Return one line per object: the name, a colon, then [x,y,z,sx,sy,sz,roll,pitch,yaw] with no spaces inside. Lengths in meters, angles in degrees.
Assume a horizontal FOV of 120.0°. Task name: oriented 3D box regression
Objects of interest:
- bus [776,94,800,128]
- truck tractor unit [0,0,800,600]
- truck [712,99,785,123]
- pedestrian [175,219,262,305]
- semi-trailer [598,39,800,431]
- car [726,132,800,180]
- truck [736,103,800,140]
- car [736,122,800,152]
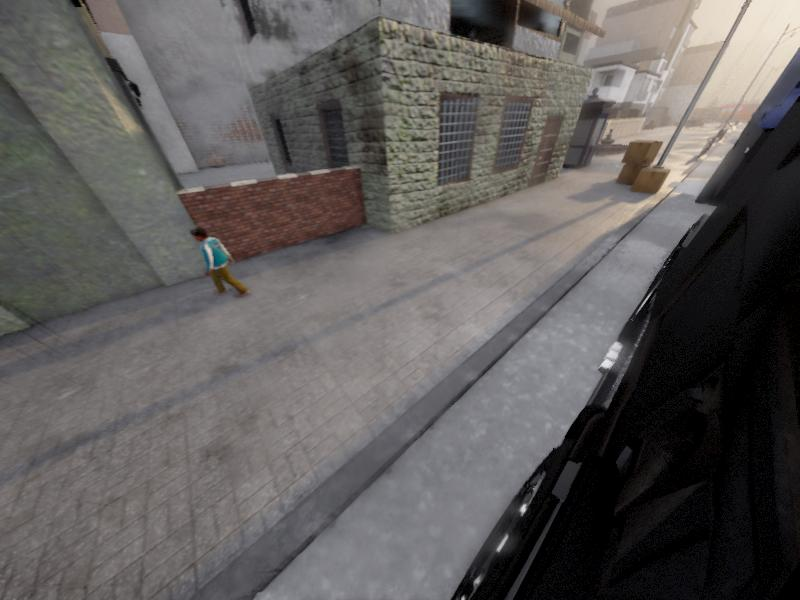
bus: [57.490,-26.599,31.910,10.273,4.253,3.944,-27,43,-30]
truck tractor unit: [2.645,-0.295,0.351,6.516,4.208,3.053,-28,44,-30]
truck: [81.058,-44.040,54.064,2.891,3.827,8.468,-28,44,-30]
pedestrian: [-2.586,-0.547,3.425,0.500,1.100,0.500,-10,37,-10]
semi-trailer: [8.674,-3.625,4.248,14.254,4.402,2.717,-28,44,-30]
car: [16.405,-6.449,10.128,4.718,1.301,1.895,-28,44,-30]
truck: [34.294,-16.486,21.419,5.204,2.467,2.627,-28,43,-30]
car: [25.517,-11.349,16.024,4.181,1.385,1.994,-28,44,-30]
